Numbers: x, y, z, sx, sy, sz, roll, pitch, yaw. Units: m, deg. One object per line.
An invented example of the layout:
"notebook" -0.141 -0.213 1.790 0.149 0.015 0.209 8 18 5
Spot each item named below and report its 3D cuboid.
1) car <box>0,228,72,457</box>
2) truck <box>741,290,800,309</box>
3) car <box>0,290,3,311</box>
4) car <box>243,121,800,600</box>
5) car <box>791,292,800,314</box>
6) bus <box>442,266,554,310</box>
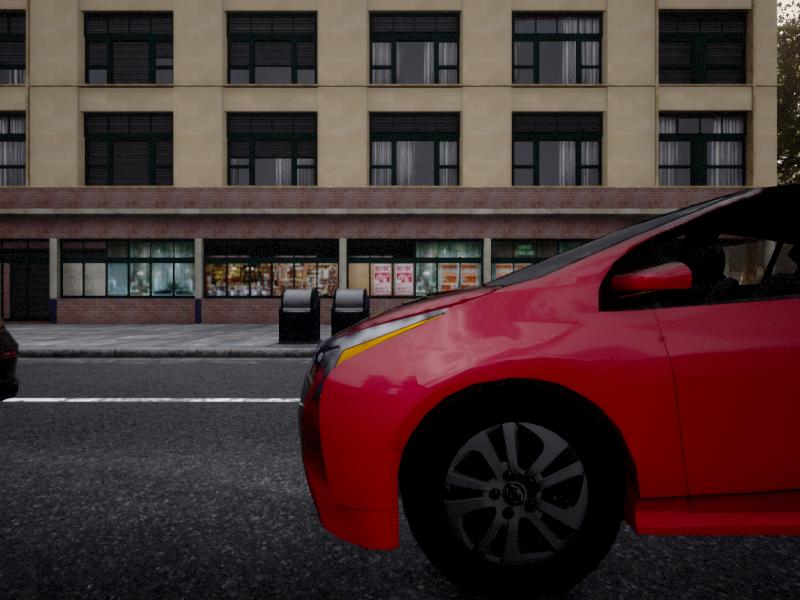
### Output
"car" -4.859 0.270 2.172 4.674 1.442 1.812 0 0 0
"truck" 41.207 -0.058 43.470 6.274 2.098 2.390 0 0 -2
"car" -35.536 0.052 32.512 1.932 1.855 4.605 0 0 0
"car" 1.791 0.228 2.195 4.514 1.525 2.007 0 0 0
"car" 29.894 0.201 26.977 1.801 1.575 5.366 0 0 -1
"bus" 9.592 -1.135 40.268 10.273 4.253 3.944 0 0 0
